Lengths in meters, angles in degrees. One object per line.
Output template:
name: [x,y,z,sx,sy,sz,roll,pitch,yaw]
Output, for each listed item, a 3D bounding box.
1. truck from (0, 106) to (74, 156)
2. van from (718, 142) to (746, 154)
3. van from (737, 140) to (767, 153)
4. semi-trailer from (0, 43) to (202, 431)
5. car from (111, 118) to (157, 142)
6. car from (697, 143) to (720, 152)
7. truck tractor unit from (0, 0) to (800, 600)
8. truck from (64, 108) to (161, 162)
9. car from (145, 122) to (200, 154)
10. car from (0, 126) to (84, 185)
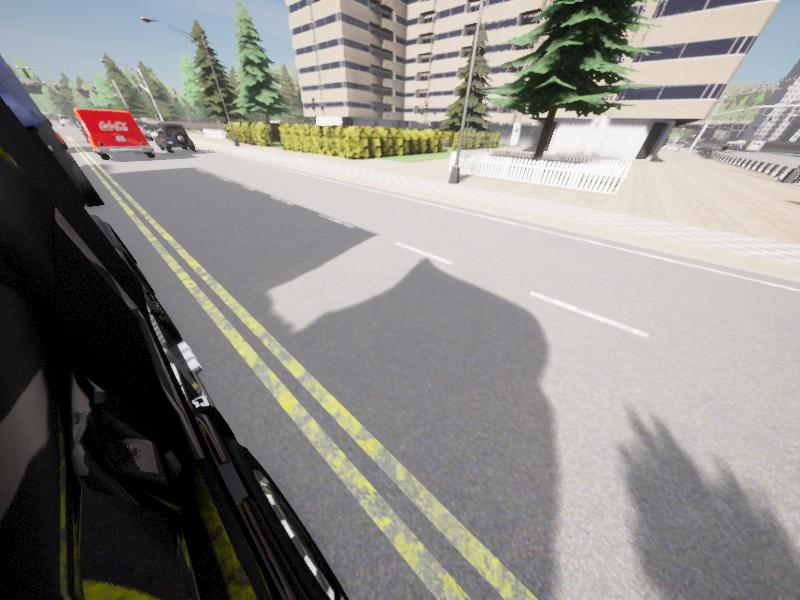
truck: [-25.377,-11.569,15.753,5.204,2.467,2.627,28,43,30]
van: [73.160,-33.693,51.020,2.069,2.038,4.480,28,44,30]
van: [91.679,-40.103,60.268,2.351,2.431,6.366,28,44,30]
semi-trailer: [-8.707,-3.578,4.250,14.254,4.402,2.717,28,44,30]
car: [-30.976,-19.809,26.878,5.566,2.045,2.150,28,44,30]
car: [70.199,-34.738,52.639,2.038,1.542,4.974,28,44,30]
truck tractor unit: [-2.645,-0.295,0.351,6.516,4.208,3.053,28,44,30]
truck: [-18.531,-10.692,14.927,5.204,2.467,2.627,28,44,30]
car: [-18.320,-13.078,18.629,3.866,1.878,1.905,28,44,30]
car: [-15.846,-6.220,9.729,4.611,1.667,2.242,28,44,30]
